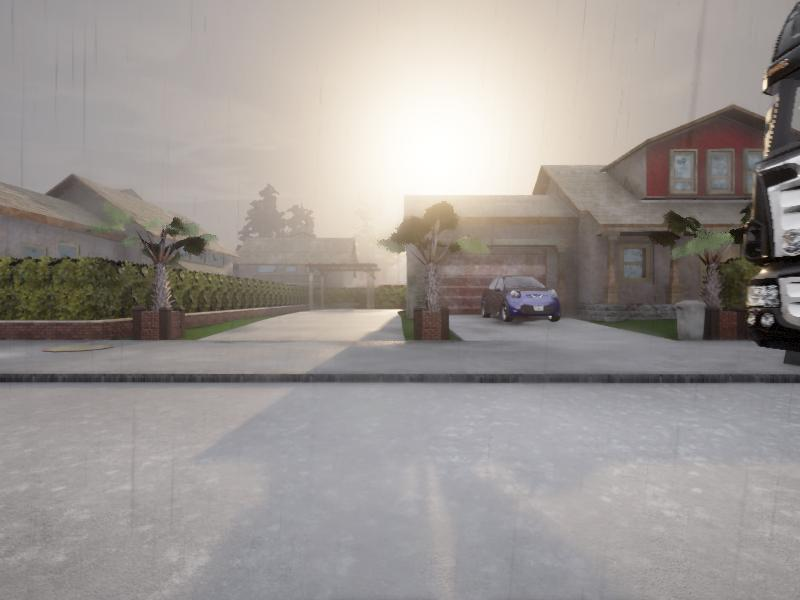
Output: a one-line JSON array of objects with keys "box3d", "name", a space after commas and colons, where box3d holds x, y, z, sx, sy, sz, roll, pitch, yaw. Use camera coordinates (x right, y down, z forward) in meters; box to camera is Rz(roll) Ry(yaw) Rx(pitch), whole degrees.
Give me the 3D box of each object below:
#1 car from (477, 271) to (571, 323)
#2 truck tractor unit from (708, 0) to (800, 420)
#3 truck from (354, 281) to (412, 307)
[{"box3d": [3.891, -0.082, 13.247, 1.845, 1.501, 3.633, 0, 0, -3], "name": "car"}, {"box3d": [6.499, -1.126, 2.677, 6.516, 4.208, 3.053, 0, 0, 0], "name": "truck tractor unit"}, {"box3d": [-2.477, -0.921, 60.272, 8.468, 3.827, 2.891, 0, 0, 0], "name": "truck"}]
